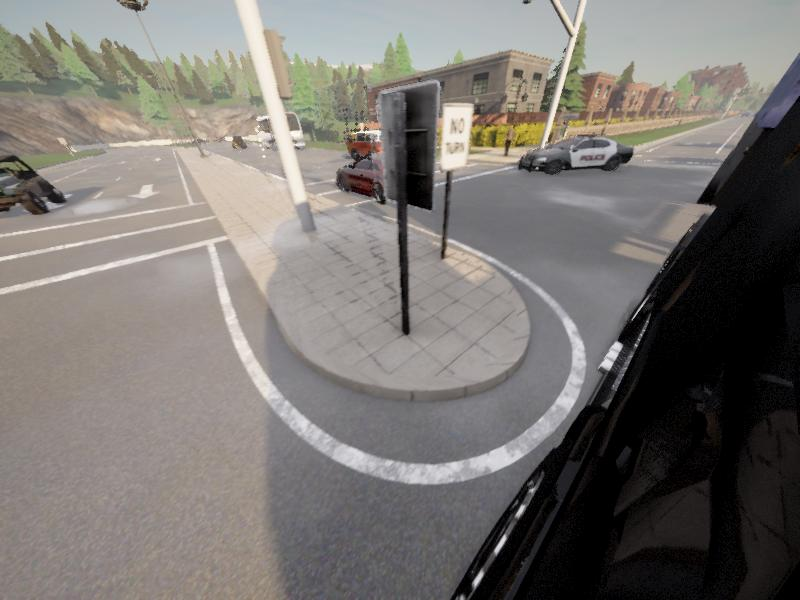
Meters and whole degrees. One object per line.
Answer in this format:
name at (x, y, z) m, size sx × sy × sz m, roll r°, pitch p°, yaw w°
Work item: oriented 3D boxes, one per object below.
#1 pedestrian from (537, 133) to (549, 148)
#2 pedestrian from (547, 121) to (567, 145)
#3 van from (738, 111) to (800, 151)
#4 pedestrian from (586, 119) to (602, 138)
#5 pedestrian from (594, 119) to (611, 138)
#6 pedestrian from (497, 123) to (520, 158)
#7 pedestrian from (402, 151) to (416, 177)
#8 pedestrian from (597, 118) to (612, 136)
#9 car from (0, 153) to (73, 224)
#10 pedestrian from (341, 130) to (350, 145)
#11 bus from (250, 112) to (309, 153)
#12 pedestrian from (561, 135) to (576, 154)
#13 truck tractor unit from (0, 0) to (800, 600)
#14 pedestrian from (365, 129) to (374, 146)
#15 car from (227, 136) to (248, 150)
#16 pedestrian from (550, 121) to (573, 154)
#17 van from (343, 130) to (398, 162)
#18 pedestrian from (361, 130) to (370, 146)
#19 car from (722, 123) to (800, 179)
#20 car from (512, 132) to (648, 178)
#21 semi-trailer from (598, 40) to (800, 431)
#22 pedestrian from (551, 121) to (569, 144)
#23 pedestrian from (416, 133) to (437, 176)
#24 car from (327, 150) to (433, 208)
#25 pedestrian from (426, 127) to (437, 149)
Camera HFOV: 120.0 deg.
pedestrian at (13.024, -14.548, 21.019) m, size 0.500 × 1.100 × 0.500 m, roll -26°, pitch 43°, yaw -28°
pedestrian at (15.142, -16.097, 22.319) m, size 0.751 × 1.860 × 0.751 m, roll -17°, pitch 39°, yaw -19°
van at (26.101, -11.898, 16.232) m, size 4.442 × 1.987 × 1.775 m, roll -28°, pitch 44°, yaw -30°
pedestrian at (24.131, -21.357, 28.775) m, size 0.751 × 1.860 × 0.751 m, roll -27°, pitch 43°, yaw -29°
pedestrian at (24.819, -21.031, 28.298) m, size 0.751 × 1.860 × 0.751 m, roll -27°, pitch 43°, yaw -29°
pedestrian at (7.342, -10.773, 15.653) m, size 0.751 × 1.860 × 0.751 m, roll -28°, pitch 44°, yaw -30°
pedestrian at (0.496, -7.202, 12.256) m, size 0.500 × 1.100 × 0.500 m, roll -28°, pitch 44°, yaw -30°
pedestrian at (27.742, -23.473, 31.371) m, size 0.751 × 1.860 × 0.751 m, roll -27°, pitch 43°, yaw -29°
car at (-15.019, -4.248, 8.658) m, size 1.905 × 1.878 × 3.866 m, roll -28°, pitch 43°, yaw -29°
pedestrian at (-8.685, -25.795, 36.715) m, size 0.751 × 1.860 × 0.751 m, roll -26°, pitch 43°, yaw -28°
bus at (-17.805, -24.488, 33.835) m, size 3.944 × 4.253 × 10.273 m, roll -28°, pitch 43°, yaw -29°
pedestrian at (12.063, -11.132, 16.526) m, size 0.500 × 1.100 × 0.500 m, roll 20°, pitch 43°, yaw 27°
truck tractor unit at (2.645, -0.295, 0.351) m, size 6.516 × 4.208 × 3.053 m, roll -28°, pitch 44°, yaw -30°
pedestrian at (-4.221, -22.685, 32.294) m, size 0.751 × 1.860 × 0.751 m, roll -32°, pitch 46°, yaw -33°
car at (-29.648, -28.682, 42.125) m, size 1.905 × 1.878 × 3.866 m, roll -28°, pitch 44°, yaw -29°
pedestrian at (11.534, -11.619, 16.573) m, size 0.751 × 1.860 × 0.751 m, roll 15°, pitch 40°, yaw 22°
van at (-2.488, -12.918, 19.316) m, size 2.069 × 2.038 × 4.480 m, roll -30°, pitch 45°, yaw -34°
pedestrian at (-4.989, -23.226, 33.062) m, size 0.751 × 1.860 × 0.751 m, roll -30°, pitch 45°, yaw -32°
car at (16.857, -6.813, 10.333) m, size 5.027 × 1.651 × 2.152 m, roll -28°, pitch 44°, yaw -30°
car at (8.693, -7.317, 11.581) m, size 4.974 × 1.542 × 2.038 m, roll -6°, pitch 36°, yaw -4°
semi-trailer at (8.696, -3.605, 4.230) m, size 14.254 × 4.402 × 2.717 m, roll -28°, pitch 44°, yaw -30°
pedestrian at (16.252, -17.039, 23.506) m, size 0.751 × 1.860 × 0.751 m, roll -29°, pitch 44°, yaw -31°
pedestrian at (1.403, -7.768, 12.389) m, size 0.751 × 1.860 × 0.751 m, roll -25°, pitch 42°, yaw -26°
car at (-0.917, -5.029, 9.265) m, size 1.994 × 1.385 × 4.181 m, roll -28°, pitch 44°, yaw -29°
pedestrian at (3.342, -17.424, 24.815) m, size 0.751 × 1.860 × 0.751 m, roll -24°, pitch 42°, yaw -26°
